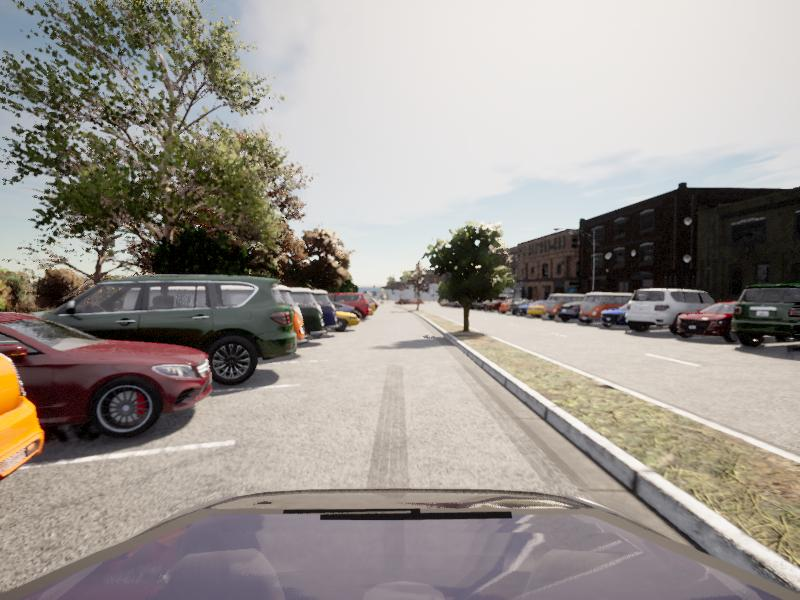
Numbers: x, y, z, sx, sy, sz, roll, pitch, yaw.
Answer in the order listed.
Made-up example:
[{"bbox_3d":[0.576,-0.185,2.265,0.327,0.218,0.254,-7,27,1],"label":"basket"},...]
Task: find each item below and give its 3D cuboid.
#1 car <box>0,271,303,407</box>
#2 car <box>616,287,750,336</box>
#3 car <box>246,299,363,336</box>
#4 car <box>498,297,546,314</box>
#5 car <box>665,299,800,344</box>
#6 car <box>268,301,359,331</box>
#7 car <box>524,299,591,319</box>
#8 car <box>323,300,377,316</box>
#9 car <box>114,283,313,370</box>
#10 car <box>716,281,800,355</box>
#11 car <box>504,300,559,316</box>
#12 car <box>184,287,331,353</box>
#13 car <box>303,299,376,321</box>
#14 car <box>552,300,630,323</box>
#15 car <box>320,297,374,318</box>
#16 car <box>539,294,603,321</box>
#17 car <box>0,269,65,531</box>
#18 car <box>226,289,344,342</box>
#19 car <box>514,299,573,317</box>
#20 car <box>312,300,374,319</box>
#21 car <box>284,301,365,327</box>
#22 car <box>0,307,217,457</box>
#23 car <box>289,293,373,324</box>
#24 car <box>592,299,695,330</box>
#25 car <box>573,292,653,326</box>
[{"bbox_3d":[-4.876,0.567,7.742,5.566,2.045,2.435,-1,0,-20],"label":"car"},{"bbox_3d":[13.341,0.531,18.886,5.566,2.045,2.435,1,0,-20],"label":"car"},{"bbox_3d":[-4.708,0.798,19.728,5.366,1.575,1.946,-1,0,-20],"label":"car"},{"bbox_3d":[13.104,0.618,42.974,4.553,1.767,2.185,1,0,-22],"label":"car"},{"bbox_3d":[13.323,0.786,15.867,5.008,1.535,2.097,1,0,-20],"label":"car"},{"bbox_3d":[-4.918,0.829,22.624,4.792,1.488,2.163,-1,0,-20],"label":"car"},{"bbox_3d":[13.427,0.759,33.995,5.366,1.575,1.946,1,0,-21],"label":"car"},{"bbox_3d":[-5.044,0.778,40.463,5.008,1.535,2.097,-1,0,-21],"label":"car"},{"bbox_3d":[-4.748,0.587,10.773,4.442,1.987,1.878,-1,0,-20],"label":"car"},{"bbox_3d":[13.354,0.539,12.878,5.566,2.045,2.435,1,0,-20],"label":"car"},{"bbox_3d":[13.171,0.751,39.955,4.892,1.521,2.231,1,0,-21],"label":"car"},{"bbox_3d":[-4.759,0.583,13.750,4.442,1.987,1.878,-1,0,-20],"label":"car"},{"bbox_3d":[-4.761,0.783,31.630,5.366,1.575,1.946,-1,0,-20],"label":"car"},{"bbox_3d":[13.317,0.799,27.911,4.792,1.488,2.163,1,0,-20],"label":"car"},{"bbox_3d":[-4.973,0.656,37.507,4.553,1.767,2.185,-1,0,-21],"label":"car"},{"bbox_3d":[13.171,0.537,30.866,4.442,1.987,1.878,1,0,-20],"label":"car"},{"bbox_3d":[-4.802,0.700,1.808,4.553,1.767,2.185,-1,0,-20],"label":"car"},{"bbox_3d":[-4.769,0.580,16.729,4.442,1.987,1.878,-1,0,-20],"label":"car"},{"bbox_3d":[13.235,0.755,36.937,5.008,1.535,2.097,1,0,-21],"label":"car"},{"bbox_3d":[-4.955,0.786,34.530,4.892,1.521,2.231,-1,0,-21],"label":"car"},{"bbox_3d":[-4.875,0.825,25.627,4.792,1.488,2.163,-1,0,-20],"label":"car"},{"bbox_3d":[-4.841,0.862,4.780,4.674,1.452,2.002,-1,0,-20],"label":"car"},{"bbox_3d":[-4.942,0.541,28.575,5.566,2.045,2.435,-1,0,-20],"label":"car"},{"bbox_3d":[13.310,0.777,21.878,5.008,1.535,2.097,1,0,-20],"label":"car"},{"bbox_3d":[13.195,0.546,24.841,4.442,1.987,1.878,1,0,-20],"label":"car"}]
